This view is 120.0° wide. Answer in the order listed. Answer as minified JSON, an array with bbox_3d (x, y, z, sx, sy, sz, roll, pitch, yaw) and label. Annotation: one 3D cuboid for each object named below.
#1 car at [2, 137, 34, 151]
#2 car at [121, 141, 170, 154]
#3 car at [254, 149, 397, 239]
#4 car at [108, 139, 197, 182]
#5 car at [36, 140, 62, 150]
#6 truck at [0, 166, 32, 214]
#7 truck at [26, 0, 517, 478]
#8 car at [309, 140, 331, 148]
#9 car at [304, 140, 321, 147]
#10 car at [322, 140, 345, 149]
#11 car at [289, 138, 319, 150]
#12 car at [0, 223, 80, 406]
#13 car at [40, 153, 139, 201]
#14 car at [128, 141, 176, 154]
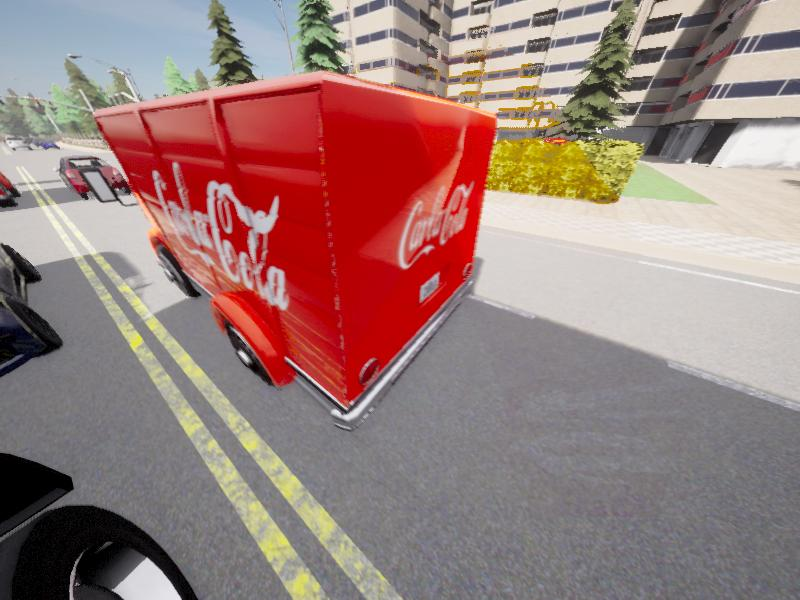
[{"bbox_3d":[-69.976,-28.658,42.274,5.566,2.045,2.150,22,41,28],"label":"car"},{"bbox_3d":[-41.036,-24.694,37.331,2.163,1.488,4.792,22,41,28],"label":"car"},{"bbox_3d":[-2.236,-3.478,7.174,3.866,1.878,1.905,22,41,28],"label":"car"},{"bbox_3d":[-16.159,-9.209,15.066,5.566,2.045,2.150,22,41,28],"label":"car"},{"bbox_3d":[-68.772,-30.394,45.247,4.514,1.525,2.007,22,41,28],"label":"car"},{"bbox_3d":[-16.559,-4.619,8.185,5.204,2.467,2.627,23,41,28],"label":"truck"},{"bbox_3d":[-1.775,-1.058,3.248,5.204,2.467,2.627,22,41,28],"label":"truck"},{"bbox_3d":[-19.761,-38.617,57.137,2.242,1.667,4.611,22,41,28],"label":"car"},{"bbox_3d":[-22.320,-40.051,59.123,1.845,1.501,3.633,22,41,28],"label":"car"},{"bbox_3d":[-15.075,-35.472,52.617,2.033,1.649,4.856,22,41,28],"label":"car"},{"bbox_3d":[-20.951,-34.335,50.629,2.150,2.045,5.566,22,41,28],"label":"car"},{"bbox_3d":[-6.271,-0.095,2.549,4.611,1.667,2.242,22,41,28],"label":"car"},{"bbox_3d":[-14.306,-5.779,10.667,3.633,1.501,1.845,22,41,28],"label":"car"},{"bbox_3d":[-38.178,-23.544,35.679,2.007,1.525,4.514,22,41,28],"label":"car"}]
